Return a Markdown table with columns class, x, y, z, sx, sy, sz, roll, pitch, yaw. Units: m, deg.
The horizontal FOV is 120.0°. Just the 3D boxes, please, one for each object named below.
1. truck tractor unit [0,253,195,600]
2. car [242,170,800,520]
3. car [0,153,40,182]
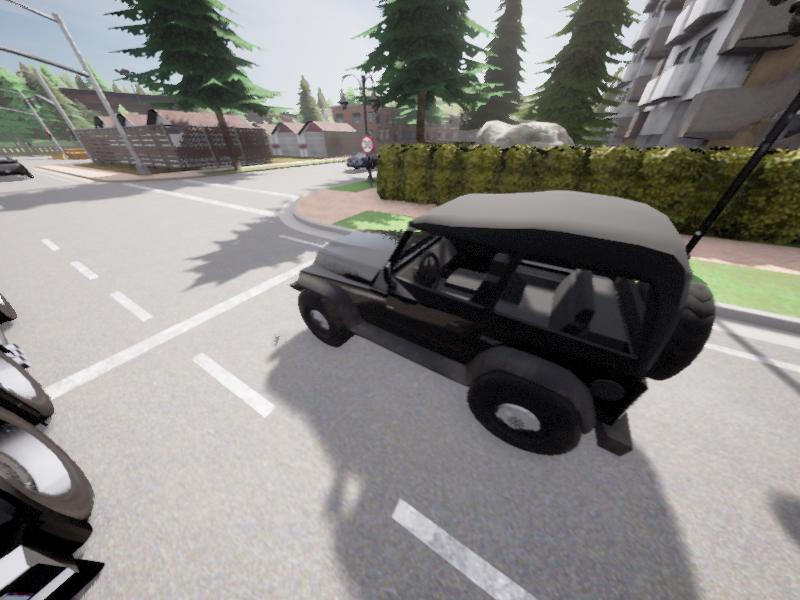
| class | x | y | z | sx | sy | sz | roll | pitch | yaw |
| --- | --- | --- | --- | --- | --- | --- | --- | --- | --- |
| truck tractor unit | -5.090 | -0.323 | 0.801 | 6.516 | 4.208 | 3.053 | 19 | 39 | 25 |
| car | 0.567 | -0.220 | 2.654 | 3.866 | 1.878 | 1.905 | 20 | 40 | 26 |
| car | -29.407 | -9.796 | 16.988 | 4.902 | 1.511 | 2.128 | 18 | 39 | 24 |
